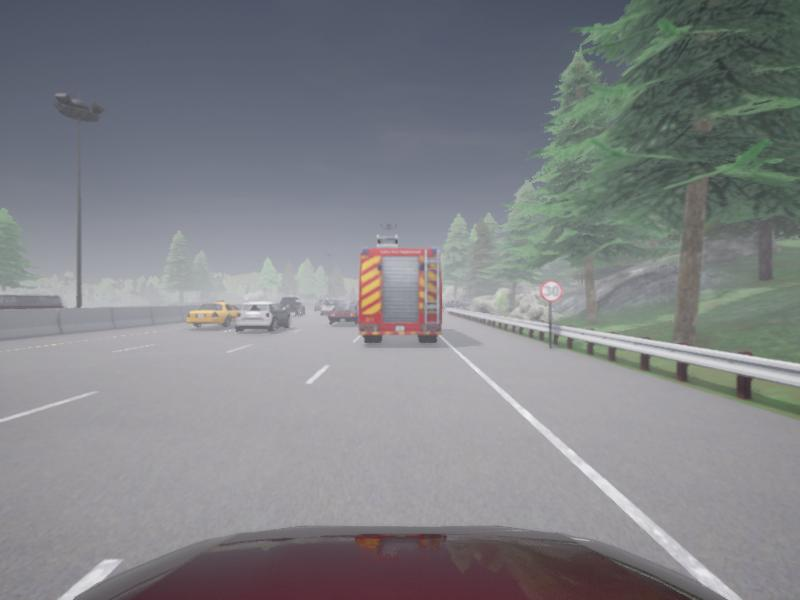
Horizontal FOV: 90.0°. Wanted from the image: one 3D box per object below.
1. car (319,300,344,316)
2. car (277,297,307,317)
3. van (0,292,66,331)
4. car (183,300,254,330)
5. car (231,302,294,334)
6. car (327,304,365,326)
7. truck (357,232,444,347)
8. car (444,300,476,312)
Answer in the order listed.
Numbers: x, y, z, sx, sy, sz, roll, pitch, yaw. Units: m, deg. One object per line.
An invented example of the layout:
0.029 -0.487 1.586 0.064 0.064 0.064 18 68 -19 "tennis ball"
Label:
-7.014 0.779 41.419 1.851 1.617 3.988 0 0 0 "car"
-10.510 0.638 39.088 1.905 1.878 3.866 0 0 0 "car"
-21.002 0.596 21.829 1.775 1.987 4.442 0 0 0 "van"
-10.502 0.797 23.654 1.801 1.575 5.366 0 0 0 "car"
-7.000 0.849 20.821 1.970 1.475 3.806 0 0 0 "car"
-3.504 0.938 26.722 1.895 1.301 4.718 0 0 0 "car"
0.004 -0.327 17.495 2.891 3.827 8.468 0 0 0 "truck"
7.737 0.798 51.730 3.705 1.549 1.789 0 0 -5 "car"
